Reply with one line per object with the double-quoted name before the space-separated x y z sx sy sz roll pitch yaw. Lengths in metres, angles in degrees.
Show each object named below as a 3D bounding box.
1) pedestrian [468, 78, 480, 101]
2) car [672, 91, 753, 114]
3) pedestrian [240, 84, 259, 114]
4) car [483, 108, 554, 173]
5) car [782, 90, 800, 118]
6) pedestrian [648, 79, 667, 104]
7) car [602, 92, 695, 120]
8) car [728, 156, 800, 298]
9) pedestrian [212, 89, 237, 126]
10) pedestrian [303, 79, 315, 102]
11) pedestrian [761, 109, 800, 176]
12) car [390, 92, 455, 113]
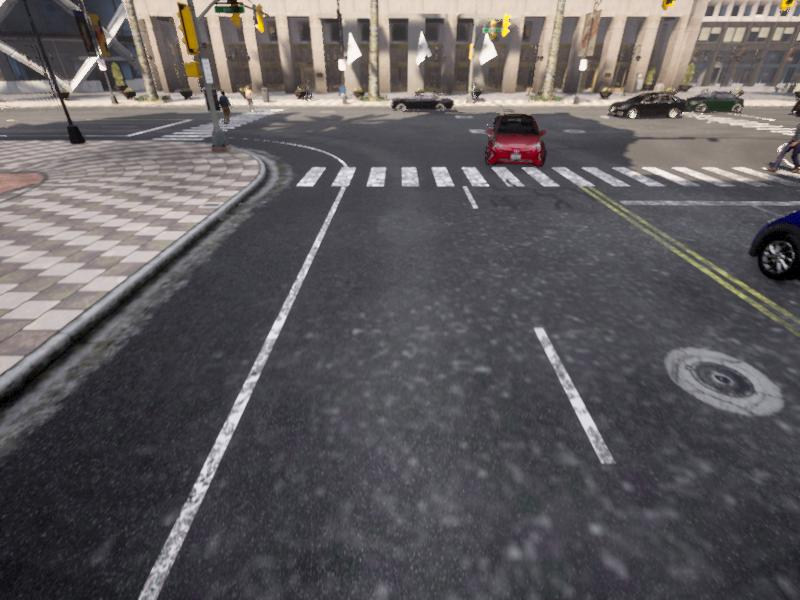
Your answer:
"pedestrian" 6.966 -19.803 37.662 0.751 1.860 0.751 -1 30 -1
"car" 23.375 -14.852 30.041 4.181 1.385 1.994 0 30 0
"pedestrian" -10.851 -14.499 28.890 0.751 1.860 0.751 1 30 2
"car" 4.194 -6.045 14.822 2.007 1.525 4.514 5 31 9
"car" 29.552 -13.180 26.914 5.238 1.638 1.930 0 30 0
"pedestrian" 22.156 -17.894 34.404 0.751 1.860 0.751 24 38 35
"car" 16.438 -12.939 26.642 4.892 1.490 1.837 -4 31 -6
"car" 7.072 -0.421 4.945 2.097 1.767 4.553 0 30 0
"pedestrian" -10.073 -11.076 23.038 0.751 1.860 0.751 -1 30 -2
"pedestrian" -8.277 -19.082 36.424 0.751 1.860 0.751 -9 32 -16
"pedestrian" 12.436 -4.940 12.559 0.751 1.860 0.751 1 30 2
"car" 1.631 -14.901 30.188 4.718 1.301 1.895 0 30 0
